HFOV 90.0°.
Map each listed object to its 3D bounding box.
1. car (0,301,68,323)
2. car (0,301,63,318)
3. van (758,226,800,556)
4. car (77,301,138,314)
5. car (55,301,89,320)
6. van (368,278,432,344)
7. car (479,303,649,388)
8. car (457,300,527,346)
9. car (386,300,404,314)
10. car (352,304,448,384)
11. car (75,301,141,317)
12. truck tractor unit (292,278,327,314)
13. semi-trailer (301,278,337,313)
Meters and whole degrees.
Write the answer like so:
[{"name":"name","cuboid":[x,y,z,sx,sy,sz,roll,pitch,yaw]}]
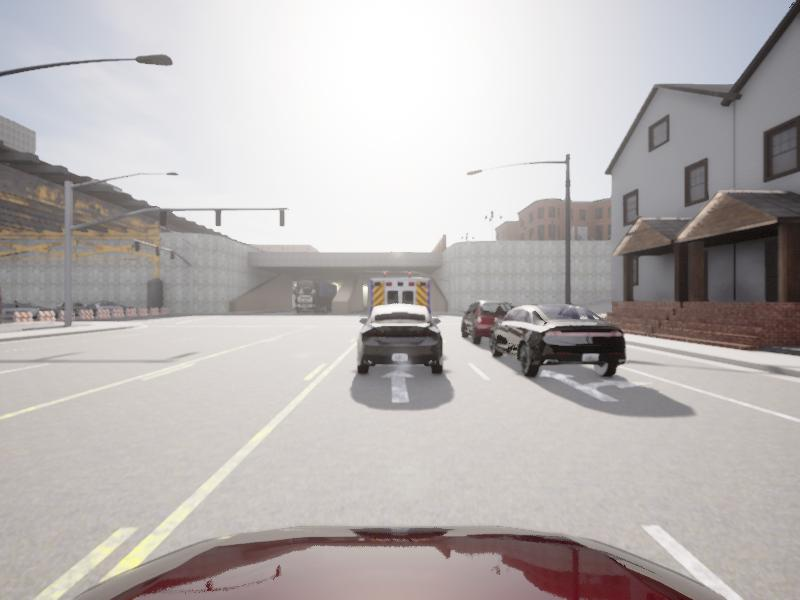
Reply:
[{"name":"car","cuboid":[-28.170,0.838,29.892,2.038,1.542,4.974,0,0,44]},{"name":"car","cuboid":[-28.206,0.680,29.854,1.853,1.218,4.536,0,0,44]},{"name":"van","cuboid":[3.496,0.576,0.506,2.069,2.038,4.480,0,0,0]},{"name":"car","cuboid":[-28.996,0.694,39.821,1.853,1.218,4.536,0,0,29]},{"name":"car","cuboid":[-28.181,0.844,34.500,2.038,1.542,4.974,0,0,-36]},{"name":"van","cuboid":[0.007,0.403,17.803,2.351,2.431,6.366,0,0,0]},{"name":"car","cuboid":[3.494,0.850,9.772,2.128,1.511,4.902,0,0,0]},{"name":"car","cuboid":[3.505,0.811,15.967,1.851,1.617,3.988,0,0,0]},{"name":"car","cuboid":[-0.713,0.850,49.999,2.152,1.651,5.027,0,0,-2]},{"name":"car","cuboid":[0.000,0.859,10.099,1.837,1.490,4.892,0,0,0]},{"name":"car","cuboid":[-28.971,0.852,39.867,2.038,1.542,4.974,0,0,29]},{"name":"truck tractor unit","cuboid":[-11.110,-0.448,49.631,3.053,4.208,6.516,0,0,-2]},{"name":"semi-trailer","cuboid":[-11.334,-0.539,57.544,2.717,4.402,14.254,0,0,-2]}]
